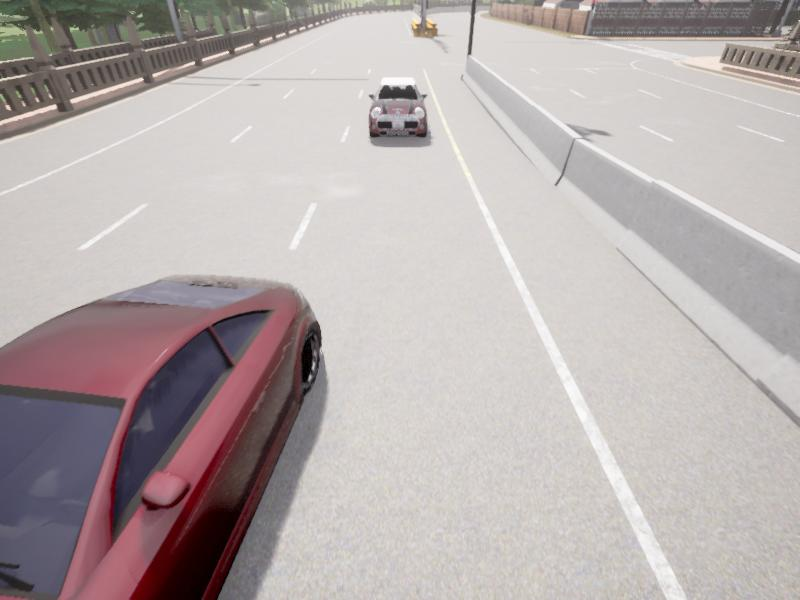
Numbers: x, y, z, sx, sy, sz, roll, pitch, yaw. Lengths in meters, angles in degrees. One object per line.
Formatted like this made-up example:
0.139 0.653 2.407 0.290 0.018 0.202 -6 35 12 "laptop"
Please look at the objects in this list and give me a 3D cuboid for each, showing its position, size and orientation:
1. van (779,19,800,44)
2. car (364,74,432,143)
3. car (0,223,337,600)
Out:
41.637 -26.928 40.101 4.480 2.038 2.069 1 37 1 "van"
-0.071 -6.628 13.651 1.970 1.475 3.806 0 36 0 "car"
-1.978 0.988 2.622 1.994 1.385 4.181 4 33 6 "car"
